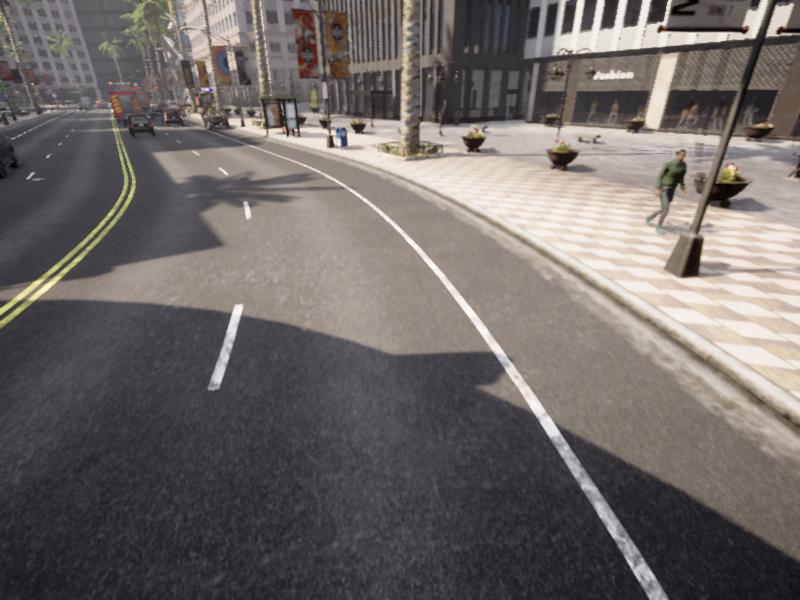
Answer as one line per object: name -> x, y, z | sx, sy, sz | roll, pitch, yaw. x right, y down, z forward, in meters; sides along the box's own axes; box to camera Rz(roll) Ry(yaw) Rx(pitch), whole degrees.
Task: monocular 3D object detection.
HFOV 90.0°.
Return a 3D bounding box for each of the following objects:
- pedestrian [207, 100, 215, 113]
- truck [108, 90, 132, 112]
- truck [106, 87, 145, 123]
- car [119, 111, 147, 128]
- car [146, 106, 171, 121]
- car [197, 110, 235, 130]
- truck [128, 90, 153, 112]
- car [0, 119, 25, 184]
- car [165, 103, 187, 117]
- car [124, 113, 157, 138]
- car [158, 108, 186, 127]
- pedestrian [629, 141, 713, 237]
pedestrian -> -31.643, -32.446, 67.061 | 0.751, 1.860, 0.751 | -16, 31, -28
truck -> -55.895, -39.774, 79.846 | 2.891, 3.827, 8.468 | -17, 32, -28
truck -> -34.951, -24.890, 50.868 | 2.891, 3.827, 8.468 | -17, 32, -29
car -> -28.689, -19.428, 42.915 | 1.994, 1.385, 4.181 | -17, 32, -29
car -> -32.336, -24.991, 53.516 | 2.128, 1.511, 4.902 | -17, 32, -29
car -> -18.055, -17.633, 39.084 | 2.231, 1.521, 4.892 | -17, 32, -29
truck -> -52.963, -40.680, 81.530 | 2.891, 3.827, 8.468 | -17, 32, -28
car -> -17.777, -6.183, 16.535 | 2.150, 2.045, 5.566 | -17, 32, -29
car -> -34.124, -28.975, 60.902 | 2.185, 1.767, 4.553 | -17, 32, -29
car -> -21.445, -14.440, 33.001 | 1.789, 1.549, 3.705 | -17, 32, -29
car -> -24.425, -19.510, 42.733 | 1.851, 1.617, 3.988 | -17, 32, -29
pedestrian -> 5.759, -2.385, 8.606 | 0.751, 1.860, 0.751 | -3, 28, -5
